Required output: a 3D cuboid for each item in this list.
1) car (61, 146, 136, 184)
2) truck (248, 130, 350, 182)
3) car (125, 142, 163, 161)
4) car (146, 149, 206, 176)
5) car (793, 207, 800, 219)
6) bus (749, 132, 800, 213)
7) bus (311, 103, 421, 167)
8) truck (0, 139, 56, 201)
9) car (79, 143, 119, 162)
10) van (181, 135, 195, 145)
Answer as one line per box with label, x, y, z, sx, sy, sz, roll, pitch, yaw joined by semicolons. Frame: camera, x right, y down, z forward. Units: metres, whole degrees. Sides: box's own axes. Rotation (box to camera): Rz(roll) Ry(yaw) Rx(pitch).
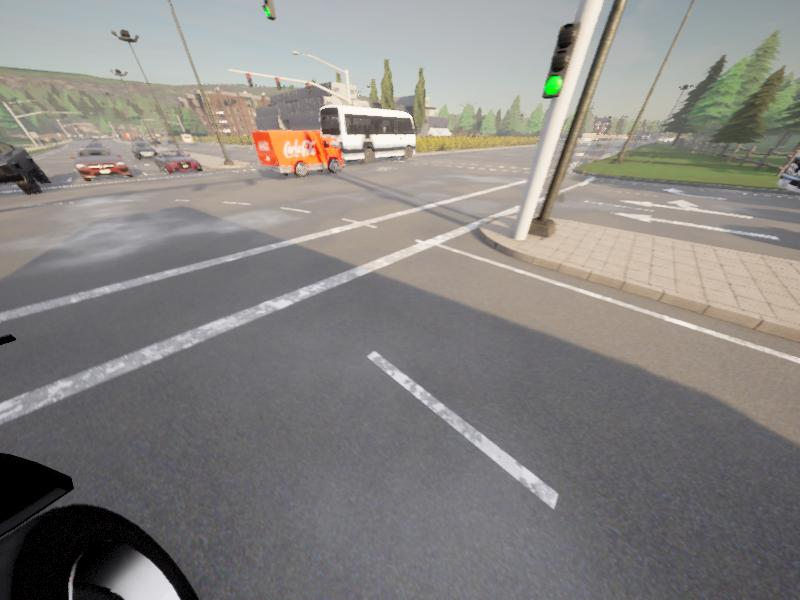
car;-19.109;-8.768;14.775;5.027;1.651;2.152;28;44;34
truck;-6.305;-9.668;15.301;2.627;2.467;5.204;25;42;31
car;-29.246;-17.058;26.400;4.856;1.649;2.033;29;44;34
car;-16.456;-10.176;16.968;4.181;1.385;1.994;25;42;31
car;15.010;-2.072;5.571;5.357;1.411;2.033;29;44;34
bus;18.834;-3.844;5.595;10.273;4.253;3.944;29;44;34
bus;-2.670;-16.184;22.910;3.944;4.253;10.273;27;44;33
truck;-19.076;-6.160;10.708;6.274;2.098;2.390;28;44;34
car;-33.178;-16.371;25.522;4.974;1.542;2.038;29;44;34
van;-64.121;-48.598;69.953;2.351;2.431;6.366;-23;41;-28
